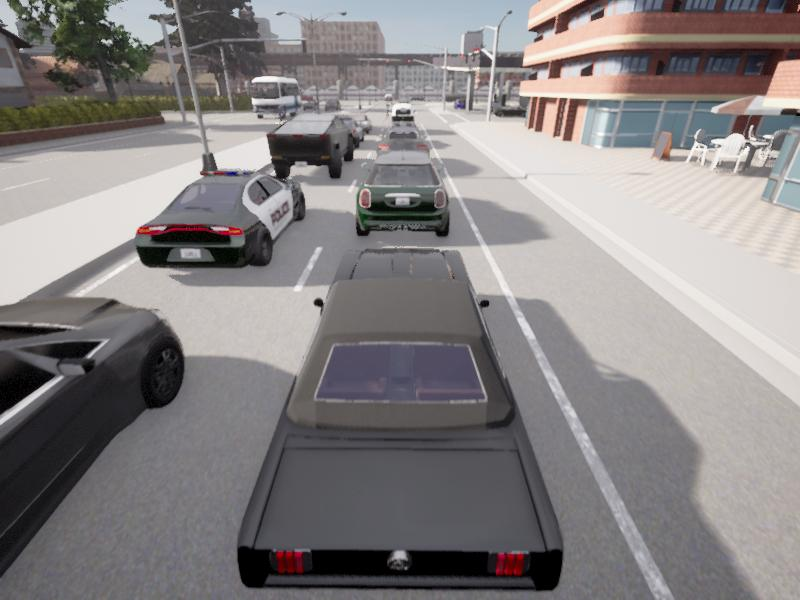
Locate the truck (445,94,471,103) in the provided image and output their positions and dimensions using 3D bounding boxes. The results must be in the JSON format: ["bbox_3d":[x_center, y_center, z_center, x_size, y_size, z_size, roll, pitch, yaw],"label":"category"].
[{"bbox_3d":[14.753,-51.220,101.753,6.274,2.098,2.390,0,28,1],"label":"truck"}]

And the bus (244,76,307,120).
[{"bbox_3d":[-14.440,-24.139,47.717,3.944,4.253,10.273,0,28,0],"label":"bus"}]

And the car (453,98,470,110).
[{"bbox_3d":[10.330,-33.080,67.399,2.242,1.667,4.611,1,28,1],"label":"car"}]

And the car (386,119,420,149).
[{"bbox_3d":[0.208,-10.288,24.601,1.895,1.301,4.718,0,28,0],"label":"car"}]

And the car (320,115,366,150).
[{"bbox_3d":[-3.293,-10.234,24.224,2.038,1.542,4.974,0,28,0],"label":"car"}]

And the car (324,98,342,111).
[{"bbox_3d":[-10.903,-31.862,65.090,2.097,1.767,4.553,0,28,0],"label":"car"}]

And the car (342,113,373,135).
[{"bbox_3d":[-3.228,-13.831,31.329,1.895,1.301,4.718,0,28,0],"label":"car"}]

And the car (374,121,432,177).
[{"bbox_3d":[0.137,-6.672,17.364,2.152,1.651,5.027,0,28,0],"label":"car"}]

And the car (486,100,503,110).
[{"bbox_3d":[16.080,-33.256,68.113,1.970,1.475,3.806,1,28,1],"label":"car"}]

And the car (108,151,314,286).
[{"bbox_3d":[-3.443,-2.077,8.693,2.038,1.542,4.974,0,28,0],"label":"car"}]

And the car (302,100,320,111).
[{"bbox_3d":[-14.405,-31.655,65.103,1.994,1.385,4.181,0,28,0],"label":"car"}]

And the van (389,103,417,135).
[{"bbox_3d":[0.228,-14.197,31.243,2.069,2.038,4.480,0,28,0],"label":"van"}]

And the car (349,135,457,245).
[{"bbox_3d":[0.072,-3.025,10.235,2.097,1.767,4.553,0,28,0],"label":"car"}]

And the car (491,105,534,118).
[{"bbox_3d":[13.878,-23.409,49.661,4.718,1.301,1.895,0,28,0],"label":"car"}]

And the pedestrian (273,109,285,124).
[{"bbox_3d":[-11.712,-17.853,38.883,0.751,1.300,0.751,2,28,4],"label":"pedestrian"}]

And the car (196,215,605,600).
[{"bbox_3d":[0.015,0.403,4.244,1.895,1.301,4.718,0,28,0],"label":"car"}]

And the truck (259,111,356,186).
[{"bbox_3d":[-3.369,-6.397,16.308,2.390,2.098,6.274,0,28,0],"label":"truck"}]

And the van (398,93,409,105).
[{"bbox_3d":[0.858,-46.292,91.934,2.351,2.431,6.366,0,28,0],"label":"van"}]

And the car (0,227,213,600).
[{"bbox_3d":[-3.500,1.026,2.635,2.242,1.667,4.611,0,28,0],"label":"car"}]

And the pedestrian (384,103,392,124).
[{"bbox_3d":[-1.201,-18.314,39.217,0.751,1.860,0.751,0,28,-1],"label":"pedestrian"}]
